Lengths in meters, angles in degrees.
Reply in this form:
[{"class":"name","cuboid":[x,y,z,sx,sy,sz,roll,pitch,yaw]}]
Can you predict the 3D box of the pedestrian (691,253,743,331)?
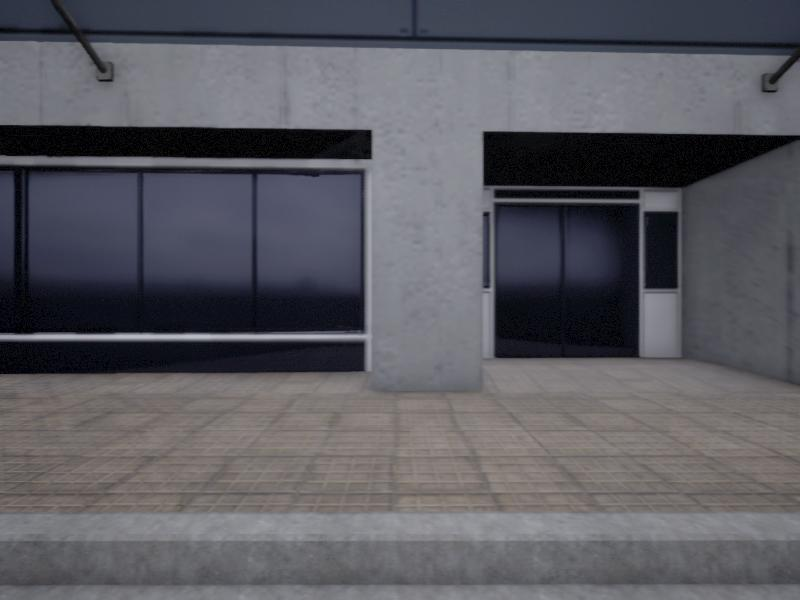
[{"class":"pedestrian","cuboid":[7.994,-0.192,10.097,0.751,1.860,0.751,0,0,-23]}]
